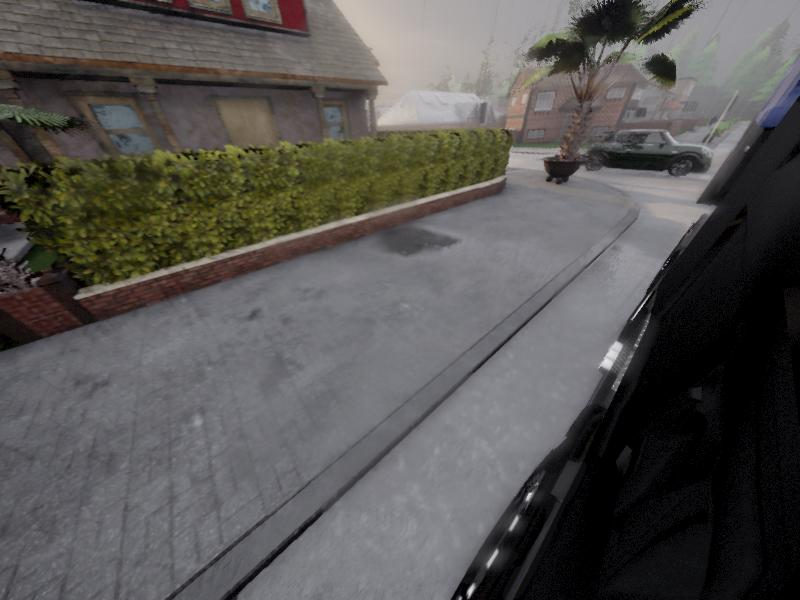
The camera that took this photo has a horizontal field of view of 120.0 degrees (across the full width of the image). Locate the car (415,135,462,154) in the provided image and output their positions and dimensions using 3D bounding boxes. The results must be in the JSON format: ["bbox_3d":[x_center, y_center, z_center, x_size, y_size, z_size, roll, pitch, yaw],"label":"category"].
[{"bbox_3d":[3.692,-15.339,22.700,1.994,1.385,4.181,-30,45,-32],"label":"car"}]

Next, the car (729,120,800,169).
[{"bbox_3d":[19.359,-8.148,11.948,5.238,1.638,1.930,-29,44,-29],"label":"car"}]

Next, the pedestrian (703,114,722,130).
[{"bbox_3d":[46.750,-26.678,34.560,0.751,1.860,0.751,-20,40,-22],"label":"pedestrian"}]

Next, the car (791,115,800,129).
[{"bbox_3d":[56.181,-24.613,31.720,5.008,1.535,1.882,-28,44,-30],"label":"car"}]

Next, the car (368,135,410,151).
[{"bbox_3d":[-1.359,-18.859,27.673,2.033,1.411,5.357,-28,44,-30],"label":"car"}]

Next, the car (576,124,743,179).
[{"bbox_3d":[11.422,-6.976,10.740,4.553,1.767,2.097,27,46,33],"label":"car"}]

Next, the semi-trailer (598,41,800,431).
[{"bbox_3d":[8.700,-3.602,4.228,14.254,4.402,2.717,-28,44,-30],"label":"semi-trailer"}]

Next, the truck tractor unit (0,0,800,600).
[{"bbox_3d":[2.645,-0.295,0.351,6.516,4.208,3.053,-28,44,-30],"label":"truck tractor unit"}]
